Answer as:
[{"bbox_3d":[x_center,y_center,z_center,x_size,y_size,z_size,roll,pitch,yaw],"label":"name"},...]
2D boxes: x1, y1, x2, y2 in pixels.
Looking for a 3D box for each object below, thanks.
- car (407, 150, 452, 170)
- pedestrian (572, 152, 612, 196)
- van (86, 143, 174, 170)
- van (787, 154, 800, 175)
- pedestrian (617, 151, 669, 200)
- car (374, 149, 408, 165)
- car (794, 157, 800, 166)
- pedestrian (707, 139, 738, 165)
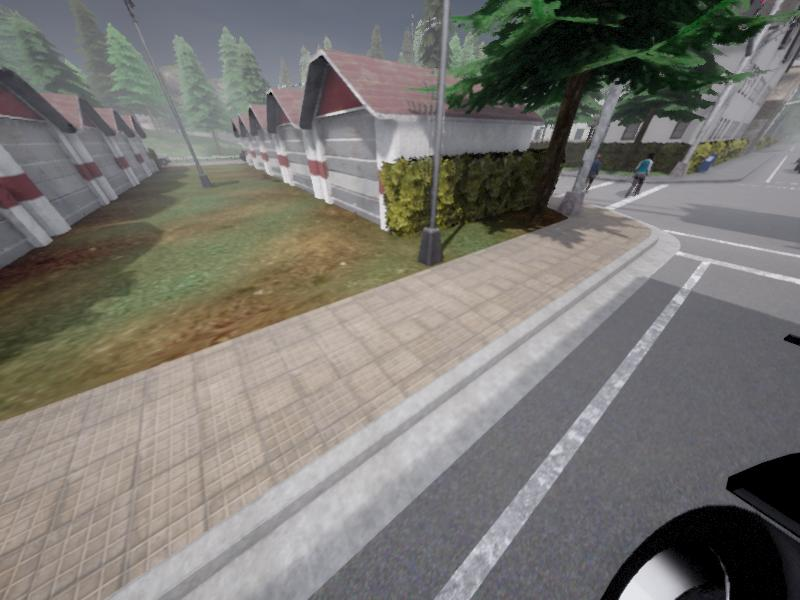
[{"bbox_3d":[2.976,-15.099,24.717,1.882,1.535,5.008,-22,40,-28],"label":"car"},{"bbox_3d":[9.560,-6.288,11.547,0.751,1.860,0.751,-23,41,-29],"label":"pedestrian"},{"bbox_3d":[-32.293,-17.458,27.975,2.351,2.431,6.366,29,44,35],"label":"van"},{"bbox_3d":[29.678,-9.901,15.933,4.480,2.038,2.069,-26,42,-31],"label":"van"},{"bbox_3d":[11.148,-5.741,10.678,0.751,1.860,0.751,-16,37,-20],"label":"pedestrian"},{"bbox_3d":[-1.257,-18.506,29.715,1.882,1.535,5.008,-22,40,-28],"label":"car"},{"bbox_3d":[38.204,-13.093,20.972,4.181,1.385,1.994,-22,40,-28],"label":"car"},{"bbox_3d":[28.023,-12.839,20.081,0.751,1.860,0.751,-23,40,-29],"label":"pedestrian"}]
